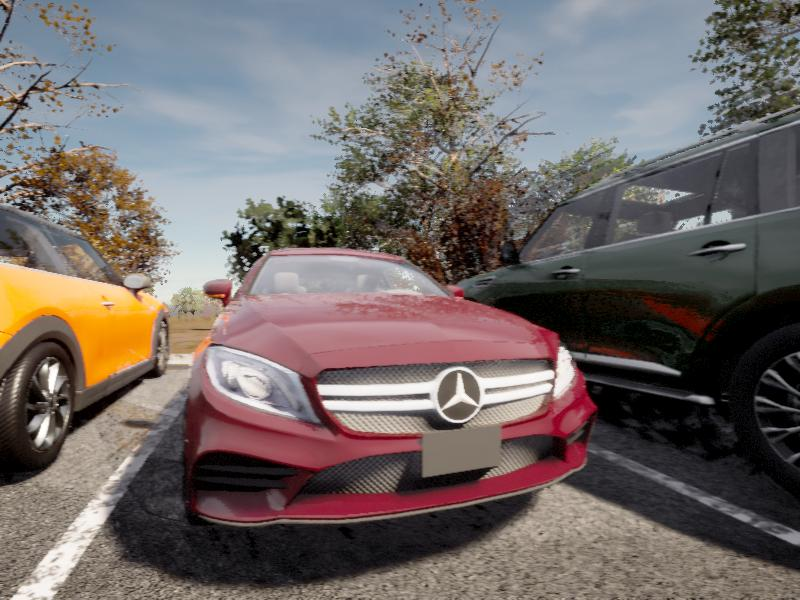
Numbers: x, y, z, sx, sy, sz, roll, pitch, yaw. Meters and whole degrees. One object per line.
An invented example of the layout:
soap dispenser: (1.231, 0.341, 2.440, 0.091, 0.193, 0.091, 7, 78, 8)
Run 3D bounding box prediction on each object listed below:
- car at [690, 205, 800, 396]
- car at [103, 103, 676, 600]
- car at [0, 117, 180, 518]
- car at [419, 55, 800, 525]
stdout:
car: (5.408, -0.004, 3.419, 1.878, 1.987, 4.442, 1, -1, -20)
car: (-0.585, 0.270, 3.531, 2.002, 1.452, 4.674, 1, -1, -20)
car: (-3.557, 0.107, 3.501, 2.185, 1.767, 4.553, 0, -1, -20)
car: (2.377, -0.025, 3.556, 2.435, 2.045, 5.566, 0, -1, -20)
